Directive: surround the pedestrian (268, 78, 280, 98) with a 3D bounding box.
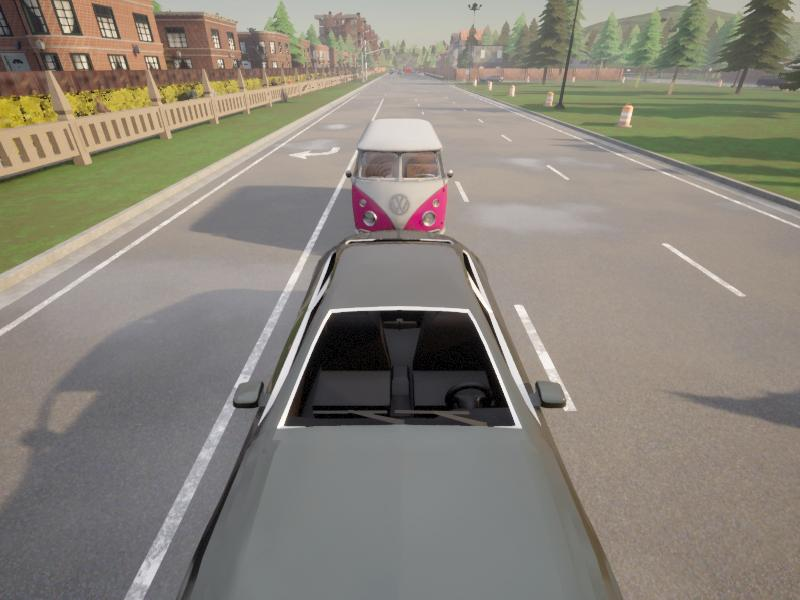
[{"bbox_3d":[-13.092,-22.065,41.613,0.751,1.860,0.751,0,30,0],"label":"pedestrian"}]

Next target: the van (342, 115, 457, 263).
[{"bbox_3d":[-0.011,-2.634,8.563,1.775,1.987,4.442,0,30,0],"label":"van"}]

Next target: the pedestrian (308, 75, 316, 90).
[{"bbox_3d":[-12.369,-30.552,56.160,0.751,1.860,0.751,-3,30,-5],"label":"pedestrian"}]

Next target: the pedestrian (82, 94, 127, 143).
[{"bbox_3d":[-12.554,-7.720,17.042,0.751,1.860,0.751,-1,30,-1],"label":"pedestrian"}]

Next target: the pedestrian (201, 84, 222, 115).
[{"bbox_3d":[-12.773,-13.628,27.163,0.751,1.860,0.751,-4,31,-7],"label":"pedestrian"}]

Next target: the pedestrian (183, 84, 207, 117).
[{"bbox_3d":[-13.453,-13.100,26.257,0.751,1.860,0.751,0,30,0],"label":"pedestrian"}]

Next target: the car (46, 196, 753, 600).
[{"bbox_3d":[-0.003,0.660,3.294,2.152,1.651,5.027,0,30,0],"label":"car"}]

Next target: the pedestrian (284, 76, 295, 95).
[{"bbox_3d":[-12.767,-24.756,46.223,0.751,1.860,0.751,-1,30,-1],"label":"pedestrian"}]

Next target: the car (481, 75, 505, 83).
[{"bbox_3d":[20.155,-48.064,86.912,4.514,1.525,2.007,-7,31,-12],"label":"car"}]
